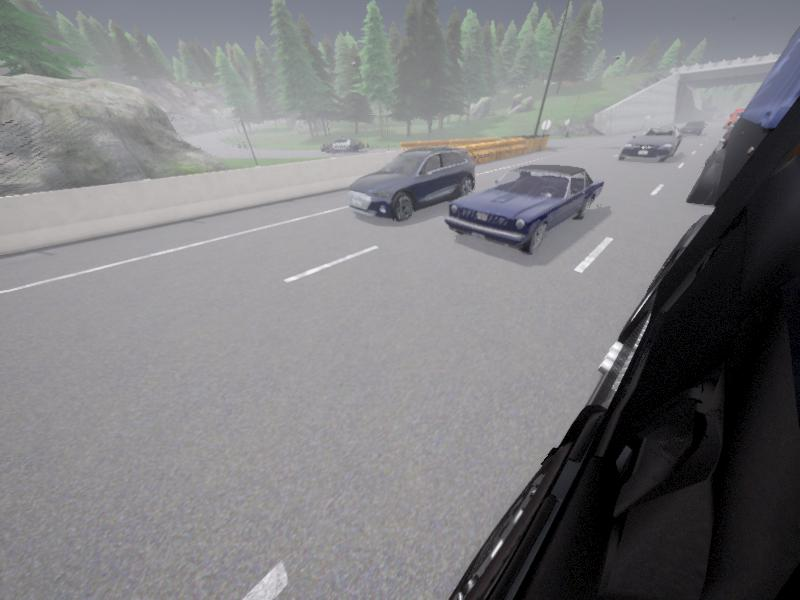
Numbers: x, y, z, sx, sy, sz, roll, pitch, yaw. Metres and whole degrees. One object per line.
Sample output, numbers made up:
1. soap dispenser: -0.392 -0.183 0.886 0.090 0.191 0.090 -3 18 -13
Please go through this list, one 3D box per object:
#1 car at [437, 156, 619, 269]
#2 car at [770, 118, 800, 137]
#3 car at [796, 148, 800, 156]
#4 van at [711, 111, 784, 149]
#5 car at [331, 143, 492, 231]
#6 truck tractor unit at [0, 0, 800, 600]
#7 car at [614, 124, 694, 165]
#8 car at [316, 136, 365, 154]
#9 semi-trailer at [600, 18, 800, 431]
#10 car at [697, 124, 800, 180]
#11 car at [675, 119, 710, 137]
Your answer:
1. car: 3.242 -2.487 5.679 4.718 1.301 1.895 -29 44 -31
2. car: 38.455 -16.810 22.494 4.181 1.385 1.994 -29 44 -31
3. car: 22.830 -7.985 11.688 5.357 1.411 2.033 -30 44 -31
4. van: 25.612 -12.635 17.177 4.480 2.038 2.069 -30 44 -31
5. car: 0.607 -3.944 7.515 4.856 1.649 2.033 -29 44 -31
6. truck tractor unit: 2.645 -0.295 0.351 6.516 4.208 3.053 -28 44 -30
7. car: 15.400 -9.497 13.989 5.027 1.651 2.152 -30 44 -31
8. car: -6.897 -18.164 27.055 4.974 1.542 2.038 6 38 11
9. semi-trailer: 8.581 -3.686 4.335 14.254 4.402 2.717 -30 44 -31
10. car: 15.432 -6.701 10.263 4.856 1.649 2.033 -29 44 -32
11. car: 34.745 -20.386 27.400 4.892 1.490 1.837 -30 44 -31
